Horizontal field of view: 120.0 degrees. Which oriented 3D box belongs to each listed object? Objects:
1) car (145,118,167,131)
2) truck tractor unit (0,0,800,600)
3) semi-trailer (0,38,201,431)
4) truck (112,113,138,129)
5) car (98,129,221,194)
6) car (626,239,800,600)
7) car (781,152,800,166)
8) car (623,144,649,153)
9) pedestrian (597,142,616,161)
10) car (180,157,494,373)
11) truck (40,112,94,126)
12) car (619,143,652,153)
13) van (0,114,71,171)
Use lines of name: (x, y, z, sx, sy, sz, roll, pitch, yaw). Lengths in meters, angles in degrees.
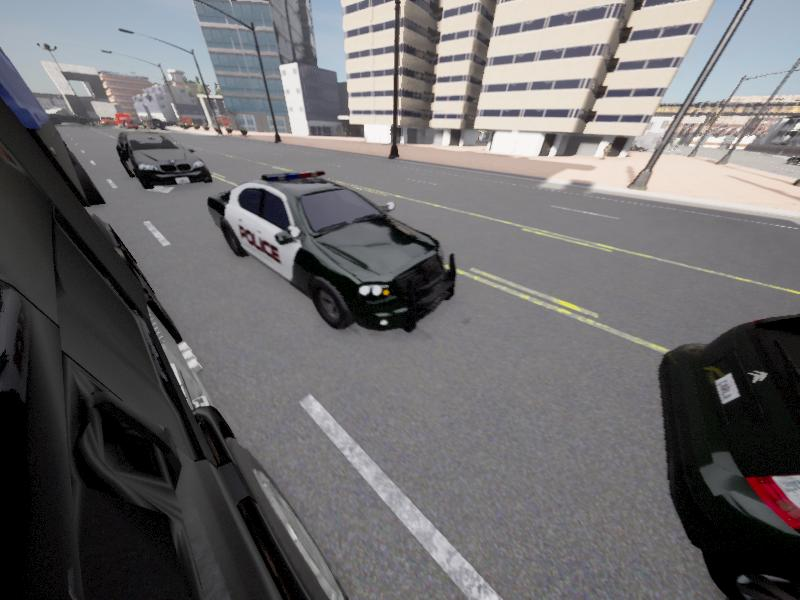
car: (-47.874, -34.400, 45.327, 3.866, 1.878, 1.905, 29, 44, 31)
truck tractor unit: (-2.645, -0.295, 0.351, 6.516, 4.208, 3.053, 28, 44, 30)
semi-trailer: (-8.672, -3.617, 4.262, 14.254, 4.402, 2.717, 28, 43, 30)
truck: (-58.514, -38.111, 49.179, 2.627, 2.467, 5.204, -28, 47, -34)
car: (-9.877, -5.847, 9.490, 4.611, 1.667, 2.242, 29, 44, 29)
car: (3.672, 1.401, 0.660, 3.988, 1.617, 1.851, 28, 43, 30)
car: (61.251, -21.335, 35.067, 2.128, 1.511, 4.902, 28, 43, 30)
car: (53.782, -34.538, 52.672, 3.806, 1.475, 1.970, 26, 43, 29)
pedestrian: (24.694, -17.800, 27.656, 0.751, 1.860, 0.751, -20, 42, -28)
car: (-1.402, -1.262, 3.985, 4.974, 1.542, 2.038, 28, 43, 30)
truck: (-70.917, -38.684, 49.441, 6.274, 2.098, 2.390, -29, 47, -35)
car: (55.890, -36.239, 54.893, 5.238, 1.638, 1.930, 26, 43, 29)
van: (-18.521, -7.858, 11.384, 4.442, 1.987, 1.775, 28, 44, 30)
